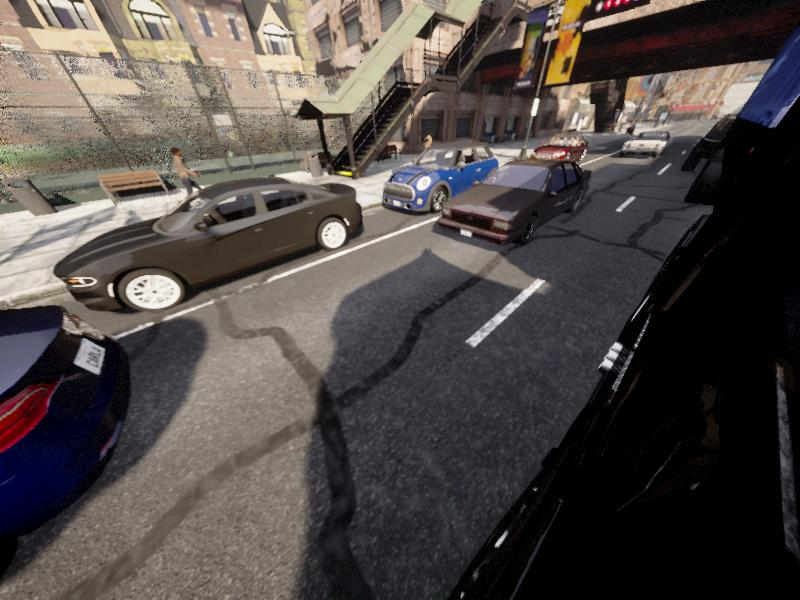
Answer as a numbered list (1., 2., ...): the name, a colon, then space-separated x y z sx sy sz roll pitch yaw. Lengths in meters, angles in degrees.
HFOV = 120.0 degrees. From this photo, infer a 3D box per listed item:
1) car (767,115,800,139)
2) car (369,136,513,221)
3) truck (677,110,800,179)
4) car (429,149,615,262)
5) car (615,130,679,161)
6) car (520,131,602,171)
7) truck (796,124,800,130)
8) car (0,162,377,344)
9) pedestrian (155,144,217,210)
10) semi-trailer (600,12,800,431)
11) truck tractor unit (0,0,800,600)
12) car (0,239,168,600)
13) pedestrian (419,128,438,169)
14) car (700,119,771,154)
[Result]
1. car: 34.713 -15.248 20.322 3.988 1.617 1.851 -30 45 -31
2. car: 1.513 -4.431 7.977 4.553 1.767 2.185 -30 45 -32
3. truck: 15.621 -7.371 10.731 6.274 2.098 2.390 -30 44 -31
4. car: 3.373 -2.881 6.115 5.357 1.411 2.033 -30 45 -31
5. car: 16.120 -10.157 15.040 4.718 1.301 1.895 -30 44 -31
6. car: 9.523 -8.912 13.625 4.892 1.521 2.231 -30 45 -32
7. truck: 48.925 -20.957 26.261 5.204 2.467 2.627 -30 45 -31
8. car: -3.148 -1.531 4.633 5.008 1.535 2.097 -30 45 -32
9. pedestrian: -7.197 -4.152 7.833 0.751 1.860 0.751 -30 45 -31
10. semi-trailer: 8.552 -3.711 4.352 14.254 4.402 2.717 -30 45 -31
11. truck tractor unit: 2.645 -0.295 0.351 6.516 4.208 3.053 -28 44 -30
12. car: -4.287 1.496 0.721 4.792 1.488 2.163 -30 45 -31
13. pedestrian: 1.604 -8.588 13.156 0.751 1.860 0.751 22 44 30
14. car: 22.413 -11.059 15.534 5.238 1.638 1.930 -29 44 -31
